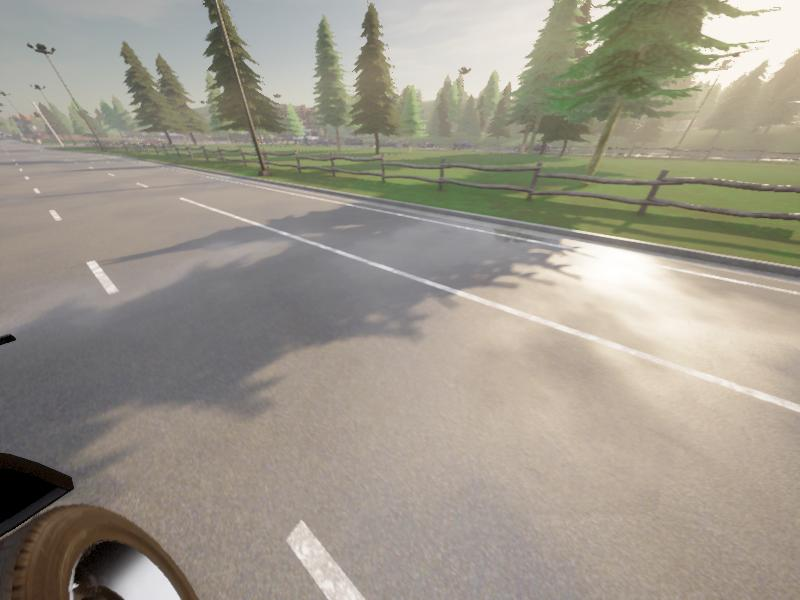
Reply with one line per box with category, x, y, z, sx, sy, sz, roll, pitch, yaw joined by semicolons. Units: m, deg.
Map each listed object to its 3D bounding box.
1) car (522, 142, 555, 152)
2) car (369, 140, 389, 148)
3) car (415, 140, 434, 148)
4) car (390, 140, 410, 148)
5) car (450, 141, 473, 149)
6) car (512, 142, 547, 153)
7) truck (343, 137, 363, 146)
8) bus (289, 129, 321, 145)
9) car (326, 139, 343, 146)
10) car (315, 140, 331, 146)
car;28.228;-31.370;47.259;5.366;1.575;1.801;22;41;28
car;-5.498;-40.283;59.570;4.856;1.649;2.033;22;41;28
car;6.657;-42.681;63.118;4.974;1.542;2.038;22;41;28
car;-0.092;-40.513;59.988;4.974;1.542;2.038;22;41;28
car;15.409;-39.073;58.117;5.008;1.535;1.882;22;41;28
car;23.859;-28.243;42.752;5.027;1.651;2.152;22;41;28
truck;-15.464;-51.955;75.648;6.274;2.098;2.390;22;41;28
bus;-31.698;-54.468;77.216;10.273;4.253;3.944;22;41;28
car;-20.348;-48.833;71.582;5.238;1.638;1.930;22;41;28
car;-23.321;-47.508;69.840;4.514;1.525;2.007;22;41;28
